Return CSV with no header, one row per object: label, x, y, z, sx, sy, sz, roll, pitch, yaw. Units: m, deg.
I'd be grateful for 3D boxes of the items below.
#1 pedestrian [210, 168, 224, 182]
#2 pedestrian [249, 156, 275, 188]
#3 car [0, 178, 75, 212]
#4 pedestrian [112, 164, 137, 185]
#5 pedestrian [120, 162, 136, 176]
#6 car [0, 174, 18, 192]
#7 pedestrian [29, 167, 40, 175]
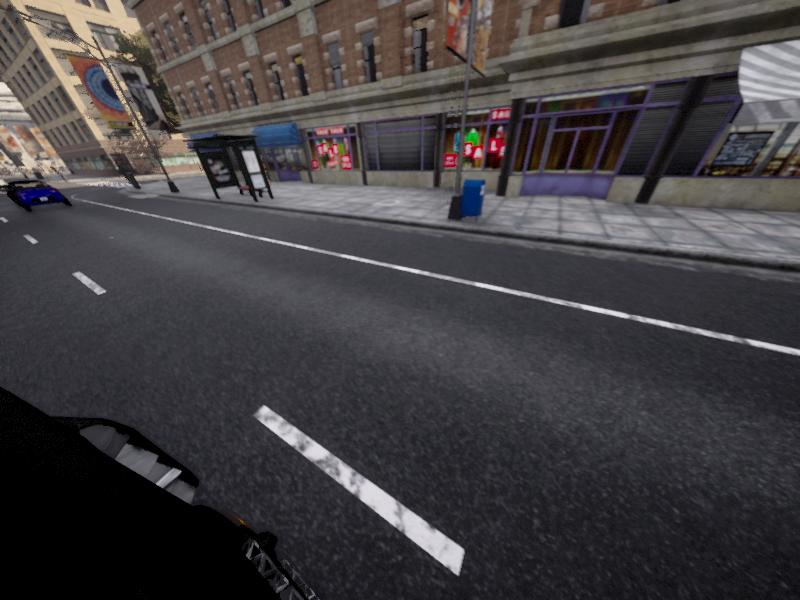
pedestrian,-16.666,-11.356,21.025,0.500,1.100,0.500,17,39,28
pedestrian,-9.593,-8.926,16.139,0.751,1.860,0.751,12,36,21
car,-22.191,-6.453,14.027,4.193,1.474,1.816,16,38,26
pedestrian,-29.409,-13.419,24.685,0.751,1.860,0.751,15,38,25
pedestrian,-41.136,-19.823,34.954,0.751,1.860,0.751,26,43,36
car,-43.617,-12.497,24.713,4.514,1.525,2.007,16,38,26
pedestrian,-93.264,-32.933,58.933,0.751,1.860,0.751,19,39,30
